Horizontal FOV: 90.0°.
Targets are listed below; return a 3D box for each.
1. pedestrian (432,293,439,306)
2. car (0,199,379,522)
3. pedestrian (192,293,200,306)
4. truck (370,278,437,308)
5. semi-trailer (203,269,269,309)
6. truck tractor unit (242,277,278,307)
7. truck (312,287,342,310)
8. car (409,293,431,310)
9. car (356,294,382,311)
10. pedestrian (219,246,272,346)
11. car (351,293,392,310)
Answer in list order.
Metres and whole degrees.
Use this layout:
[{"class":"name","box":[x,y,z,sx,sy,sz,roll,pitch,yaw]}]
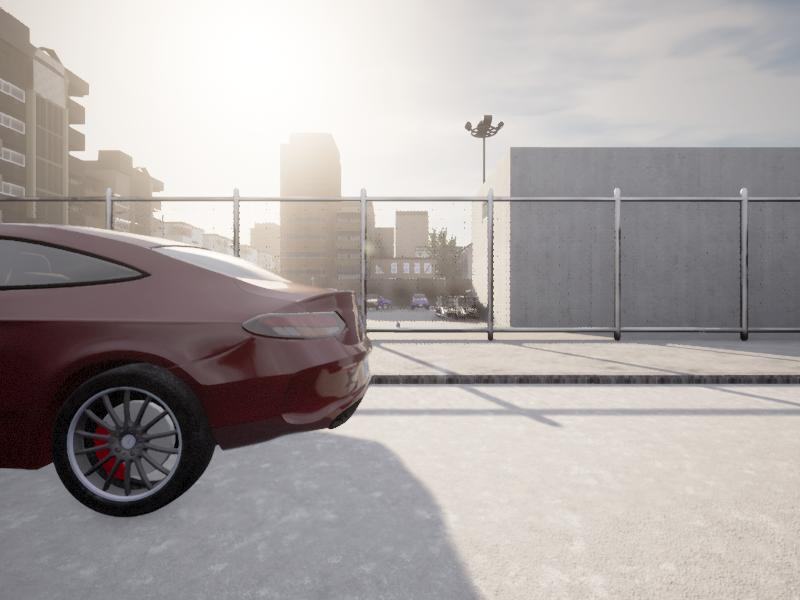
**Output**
[{"class":"pedestrian","box":[4.862,-0.067,54.428,0.751,1.860,0.751,0,0,23]},{"class":"car","box":[-2.524,0.270,2.687,4.674,1.442,1.812,0,0,0]},{"class":"pedestrian","box":[-29.079,-0.067,56.983,0.751,1.860,0.751,0,0,1]},{"class":"truck","box":[0.465,-0.922,52.012,8.468,3.827,2.891,0,0,0]},{"class":"semi-trailer","box":[-20.715,-1.219,51.822,2.717,4.402,14.254,0,0,0]},{"class":"truck tractor unit","box":[-20.723,-1.124,59.736,3.053,4.208,6.516,0,0,0]},{"class":"truck","box":[-6.788,-0.094,37.725,2.069,2.038,4.478,0,0,0]},{"class":"car","box":[1.852,0.156,37.981,1.845,1.501,3.633,0,0,0]},{"class":"car","box":[-2.827,0.218,37.564,2.033,1.415,5.357,0,0,0]},{"class":"pedestrian","box":[-3.027,-0.075,7.880,0.751,1.860,0.751,0,0,0]},{"class":"car","box":[-2.600,0.146,37.405,3.705,1.547,1.789,0,0,0]}]
